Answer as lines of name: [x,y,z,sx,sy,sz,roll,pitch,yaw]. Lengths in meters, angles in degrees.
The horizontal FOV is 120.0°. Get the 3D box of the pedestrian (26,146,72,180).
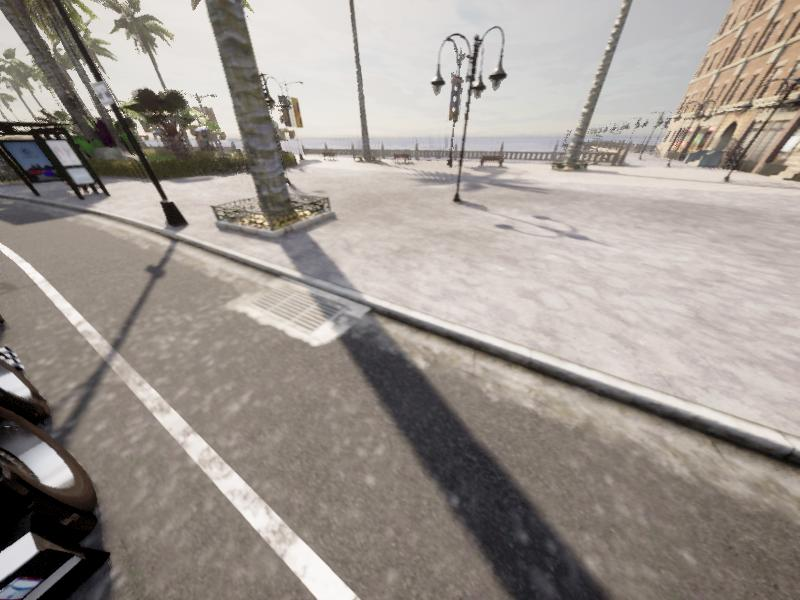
pedestrian: [-23.527,-9.207,15.525,0.751,1.860,0.751,13,37,19]

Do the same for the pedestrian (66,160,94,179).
pedestrian: [-21.829,-8.928,15.771,0.500,1.100,0.500,8,36,12]

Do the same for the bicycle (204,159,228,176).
bicycle: [-13.555,-9.795,17.062,1.643,1.024,0.373,17,39,24]

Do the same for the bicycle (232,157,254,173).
bicycle: [-12.576,-10.804,18.502,1.643,1.024,0.373,17,39,24]

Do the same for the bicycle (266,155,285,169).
bicycle: [-11.108,-12.318,20.660,1.643,1.024,0.373,17,39,24]

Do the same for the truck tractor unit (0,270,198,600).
truck tractor unit: [-5.125,-0.286,0.771,6.516,4.208,3.053,18,39,24]
